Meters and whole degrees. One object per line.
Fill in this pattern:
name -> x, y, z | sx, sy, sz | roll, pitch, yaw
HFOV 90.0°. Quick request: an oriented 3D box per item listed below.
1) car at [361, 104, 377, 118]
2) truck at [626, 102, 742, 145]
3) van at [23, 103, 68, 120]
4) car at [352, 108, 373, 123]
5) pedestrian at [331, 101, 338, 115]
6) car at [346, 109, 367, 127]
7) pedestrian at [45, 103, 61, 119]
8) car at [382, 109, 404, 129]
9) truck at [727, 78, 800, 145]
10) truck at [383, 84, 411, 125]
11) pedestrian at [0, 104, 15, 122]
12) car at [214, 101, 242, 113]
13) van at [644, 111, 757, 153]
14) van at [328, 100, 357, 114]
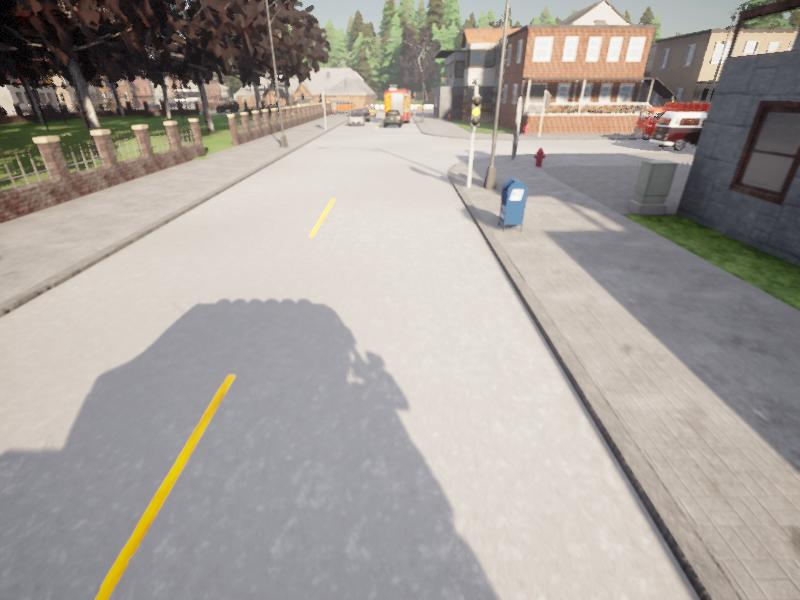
car -> -4.311, -26.527, 56.175 | 1.801, 1.575, 5.366 | 0, 27, 0
truck -> 18.575, -11.714, 26.497 | 5.204, 2.467, 2.627 | 1, 27, 2
van -> -49.715, -26.512, 56.256 | 2.069, 2.038, 4.480 | 0, 27, 0
car -> -4.401, -21.936, 47.500 | 2.033, 1.411, 5.357 | -1, 27, -1
pedestrian -> -9.791, -28.729, 59.867 | 0.751, 1.860, 0.751 | 0, 27, -1
car -> -4.470, -18.914, 41.507 | 1.845, 1.501, 3.633 | -1, 27, -2
pedestrian -> -44.887, -24.479, 51.744 | 0.751, 1.860, 0.751 | 0, 27, 0
car -> -0.665, -18.053, 39.749 | 1.851, 1.617, 3.988 | 1, 27, 3
truck -> 27.593, -12.430, 26.382 | 8.468, 3.827, 2.891 | 0, 27, 0
truck -> -0.306, -22.666, 46.255 | 2.891, 3.827, 8.468 | 0, 27, 0
pedestrian -> -44.840, -21.235, 45.469 | 0.751, 1.860, 0.751 | 0, 27, 0
car -> -30.140, -33.895, 70.118 | 3.866, 1.878, 1.905 | 0, 27, 0
van -> 17.237, -9.782, 23.231 | 4.480, 2.038, 2.069 | 0, 27, 0
van -> -9.580, -32.296, 66.907 | 4.442, 1.987, 1.775 | 0, 27, 0
